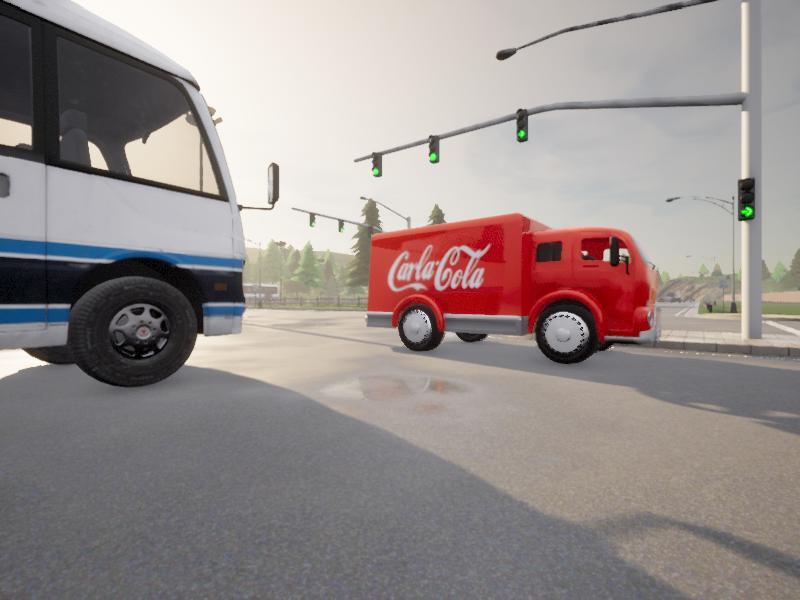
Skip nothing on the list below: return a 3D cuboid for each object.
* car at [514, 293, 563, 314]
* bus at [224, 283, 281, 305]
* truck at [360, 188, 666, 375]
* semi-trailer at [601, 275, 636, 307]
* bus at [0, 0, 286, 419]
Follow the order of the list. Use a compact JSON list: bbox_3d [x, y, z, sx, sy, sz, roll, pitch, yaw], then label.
[{"bbox_3d":[10.847,0.237,31.098,2.128,1.511,4.902,0,0,37],"label":"car"},{"bbox_3d":[-29.146,-1.127,79.578,3.944,4.253,10.273,0,0,37],"label":"bus"},{"bbox_3d":[2.013,-0.243,7.886,5.204,2.467,2.627,0,0,38],"label":"truck"},{"bbox_3d":[34.134,-1.222,62.067,2.717,4.402,14.254,0,0,37],"label":"semi-trailer"},{"bbox_3d":[-6.262,-1.133,2.715,3.944,4.253,10.273,0,0,37],"label":"bus"}]
